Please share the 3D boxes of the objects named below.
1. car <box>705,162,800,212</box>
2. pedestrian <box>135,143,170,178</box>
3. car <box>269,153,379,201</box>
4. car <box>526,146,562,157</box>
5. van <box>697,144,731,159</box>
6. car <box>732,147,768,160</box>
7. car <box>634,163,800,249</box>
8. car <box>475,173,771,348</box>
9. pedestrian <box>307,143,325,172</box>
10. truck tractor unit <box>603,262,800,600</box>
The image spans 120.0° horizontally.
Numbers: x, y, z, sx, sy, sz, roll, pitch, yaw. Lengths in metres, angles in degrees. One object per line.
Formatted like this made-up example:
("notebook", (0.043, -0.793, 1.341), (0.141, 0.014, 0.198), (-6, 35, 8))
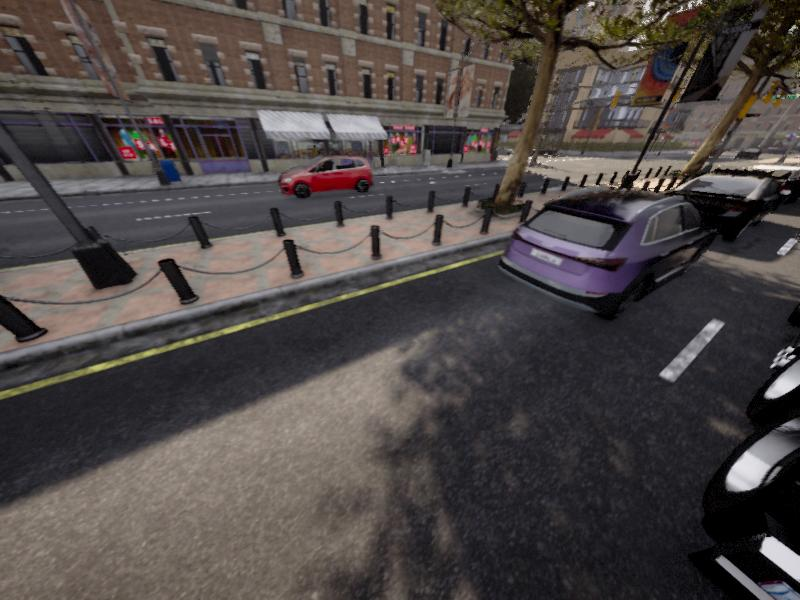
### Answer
("car", (16.108, -5.060, 10.147), (3.806, 1.475, 1.970), (-16, 38, -22))
("pedestrian", (-15.884, -9.016, 14.898), (0.751, 1.860, 0.751), (-18, 39, -25))
("car", (-3.662, -6.288, 11.561), (4.611, 1.667, 2.242), (-18, 39, -24))
("car", (24.764, -25.748, 39.976), (1.837, 1.490, 4.892), (-18, 39, -24))
("van", (51.065, -24.240, 37.614), (4.442, 1.987, 1.775), (-18, 39, -24))
("car", (54.876, -23.031, 36.213), (5.238, 1.638, 1.930), (-18, 39, -24))
("car", (10.200, -3.207, 7.283), (5.238, 1.638, 1.930), (-18, 39, -24))
("car", (4.098, -1.215, 4.372), (4.856, 1.649, 2.033), (-18, 39, -24))
("pedestrian", (-6.526, -11.096, 17.977), (0.751, 1.860, 0.751), (-22, 41, -29))
("truck tractor unit", (5.107, -0.303, 0.798), (6.516, 4.208, 3.053), (-18, 39, -24))
